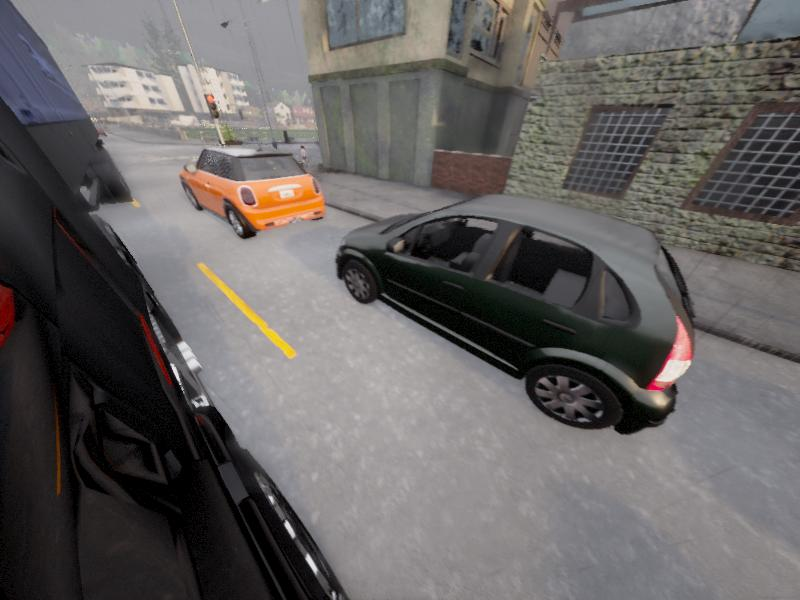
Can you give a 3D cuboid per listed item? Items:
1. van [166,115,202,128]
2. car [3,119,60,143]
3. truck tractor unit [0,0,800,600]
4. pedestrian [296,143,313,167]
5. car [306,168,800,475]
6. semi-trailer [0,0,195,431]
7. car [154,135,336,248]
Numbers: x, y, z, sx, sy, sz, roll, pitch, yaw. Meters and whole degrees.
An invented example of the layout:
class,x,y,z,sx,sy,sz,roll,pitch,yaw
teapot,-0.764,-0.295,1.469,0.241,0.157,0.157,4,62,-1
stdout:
class,x,y,z,sx,sy,sz,roll,pitch,yaw
van,-58.758,-48.602,62.968,2.351,2.431,6.366,28,44,30
car,-33.204,-15.375,20.942,4.902,1.511,2.128,28,44,30
truck tractor unit,-2.645,-0.295,0.352,6.516,4.208,3.053,28,44,30
pedestrian,-5.463,-8.289,13.237,0.500,1.100,0.500,21,41,23
car,0.927,-0.452,2.956,3.988,1.617,1.851,28,44,30
semi-trailer,-8.355,-3.811,4.546,14.254,4.402,2.717,32,46,33
car,-4.119,-3.196,6.164,4.553,1.767,2.097,28,44,30
